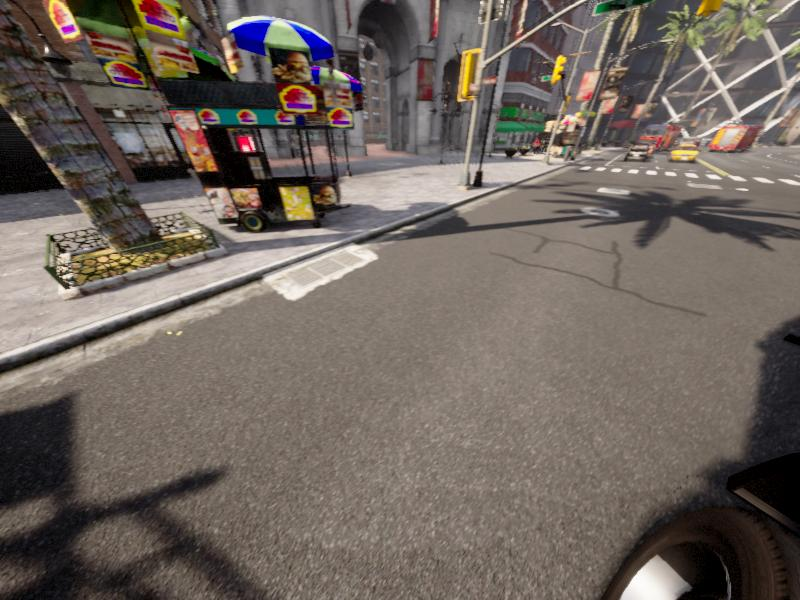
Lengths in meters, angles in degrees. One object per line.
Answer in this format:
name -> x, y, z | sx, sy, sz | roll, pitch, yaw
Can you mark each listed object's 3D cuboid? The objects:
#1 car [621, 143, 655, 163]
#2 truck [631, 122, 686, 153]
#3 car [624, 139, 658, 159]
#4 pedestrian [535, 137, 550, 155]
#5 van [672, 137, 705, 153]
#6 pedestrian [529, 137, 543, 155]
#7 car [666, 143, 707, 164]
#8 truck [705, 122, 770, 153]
car -> 24.618, -15.269, 23.896 | 1.789, 1.549, 3.705 | 27, 43, 32
truck -> 42.269, -26.565, 37.755 | 8.468, 3.827, 2.891 | -22, 41, -27
car -> 28.960, -18.185, 27.767 | 2.097, 1.767, 4.553 | 27, 44, 33
pedestrian -> 17.898, -19.392, 29.065 | 0.751, 1.860, 0.751 | -5, 36, -8
van -> 46.127, -24.849, 36.951 | 4.442, 1.987, 1.775 | -20, 40, -26
pedestrian -> 17.004, -19.301, 28.936 | 0.751, 1.860, 0.751 | -6, 36, -8
car -> 28.875, -14.974, 23.467 | 1.801, 1.575, 5.366 | 27, 44, 33
truck -> 53.540, -25.800, 36.714 | 8.468, 3.827, 2.891 | -17, 39, -22
